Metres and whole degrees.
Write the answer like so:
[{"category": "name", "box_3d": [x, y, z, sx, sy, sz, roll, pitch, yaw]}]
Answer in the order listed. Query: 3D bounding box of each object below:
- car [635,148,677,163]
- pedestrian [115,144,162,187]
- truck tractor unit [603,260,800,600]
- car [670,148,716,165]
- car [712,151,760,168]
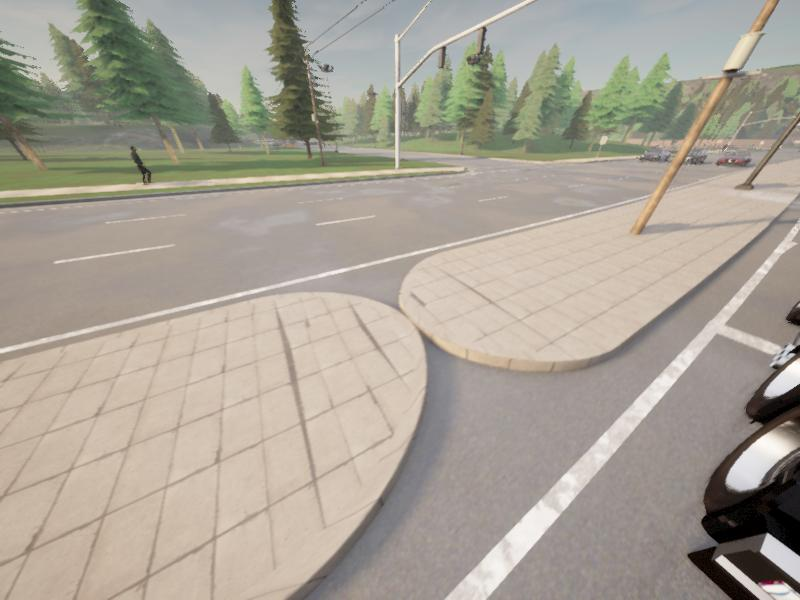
[{"category": "car", "box_3d": [33.886, -19.218, 30.614, 4.974, 1.542, 2.038, -19, 39, -25]}, {"category": "pedestrian", "box_3d": [-13.439, -6.957, 11.960, 0.751, 1.860, 0.751, -17, 38, -23]}, {"category": "truck tractor unit", "box_3d": [5.103, -0.308, 0.795, 6.516, 4.208, 3.053, -19, 39, -24]}, {"category": "car", "box_3d": [35.708, -17.551, 28.156, 4.856, 1.649, 2.033, -18, 39, -25]}, {"category": "car", "box_3d": [37.229, -15.615, 25.610, 4.181, 1.385, 1.994, -18, 39, -25]}]
